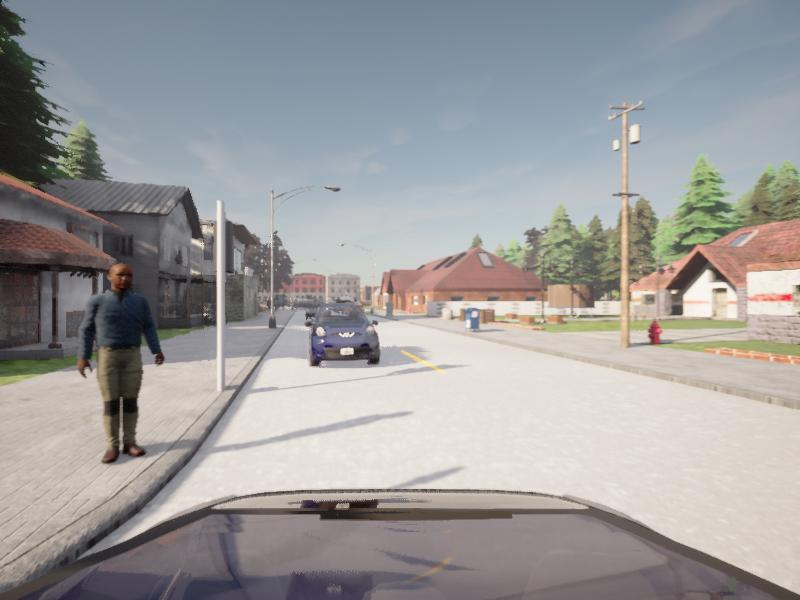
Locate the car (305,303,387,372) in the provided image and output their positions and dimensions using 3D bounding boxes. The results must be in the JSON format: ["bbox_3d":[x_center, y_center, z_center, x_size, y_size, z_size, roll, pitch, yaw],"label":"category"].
[{"bbox_3d":[-1.619,0.839,10.794,1.845,1.501,3.633,0,0,-14],"label":"car"}]

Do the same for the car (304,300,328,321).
[{"bbox_3d":[-7.069,0.825,33.360,1.851,1.617,3.988,0,0,-14],"label":"car"}]

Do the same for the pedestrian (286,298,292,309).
[{"bbox_3d":[-18.751,0.604,67.757,0.751,1.860,0.751,0,0,8],"label":"pedestrian"}]

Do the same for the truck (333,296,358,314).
[{"bbox_3d":[-6.733,0.591,49.005,2.390,2.098,6.274,0,0,-14],"label":"truck"}]

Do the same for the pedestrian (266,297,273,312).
[{"bbox_3d":[-16.321,0.595,49.983,0.751,1.860,0.751,0,0,-12],"label":"pedestrian"}]

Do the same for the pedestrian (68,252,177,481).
[{"bbox_3d":[-2.625,0.542,3.781,0.751,1.860,0.751,0,0,-43],"label":"pedestrian"}]

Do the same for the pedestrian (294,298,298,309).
[{"bbox_3d":[-18.786,0.608,72.112,0.751,1.860,0.751,0,0,-15],"label":"pedestrian"}]
